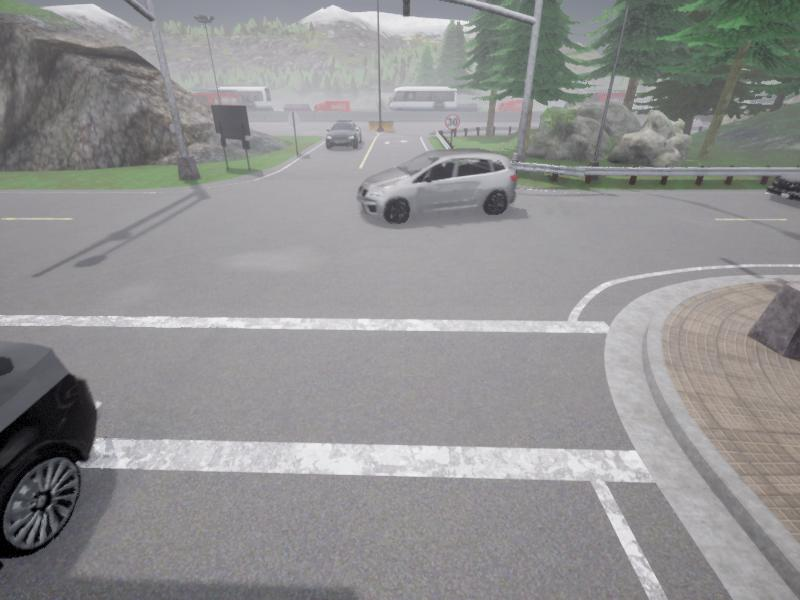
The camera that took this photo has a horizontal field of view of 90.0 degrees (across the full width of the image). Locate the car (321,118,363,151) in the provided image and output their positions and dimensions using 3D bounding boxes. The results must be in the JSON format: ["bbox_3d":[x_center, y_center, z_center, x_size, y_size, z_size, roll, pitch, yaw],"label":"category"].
[{"bbox_3d":[-3.620,-10.826,26.013,2.038,1.542,4.974,0,27,0],"label":"car"}]

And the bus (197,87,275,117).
[{"bbox_3d":[-25.855,-31.547,63.790,10.273,4.253,3.944,0,27,0],"label":"bus"}]

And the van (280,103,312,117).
[{"bbox_3d":[-16.671,-30.588,64.410,4.442,1.987,1.775,0,27,0],"label":"van"}]

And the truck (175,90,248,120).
[{"bbox_3d":[-26.987,-28.216,57.774,8.468,3.827,2.891,0,27,0],"label":"truck"}]

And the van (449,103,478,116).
[{"bbox_3d":[10.666,-32.178,67.506,4.442,1.987,1.775,0,27,0],"label":"van"}]

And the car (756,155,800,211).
[{"bbox_3d":[15.143,-3.733,12.775,5.357,1.411,2.033,0,27,0],"label":"car"}]

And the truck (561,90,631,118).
[{"bbox_3d":[29.638,-29.796,60.851,8.468,3.827,2.891,0,27,0],"label":"truck"}]

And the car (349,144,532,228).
[{"bbox_3d":[1.056,-3.435,11.622,4.611,1.667,2.242,-8,28,-15],"label":"car"}]

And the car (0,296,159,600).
[{"bbox_3d":[-3.529,1.759,1.535,2.128,1.511,4.902,0,27,1],"label":"car"}]

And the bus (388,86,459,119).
[{"bbox_3d":[3.426,-29.937,60.658,10.273,4.253,3.944,0,27,0],"label":"bus"}]

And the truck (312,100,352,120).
[{"bbox_3d":[-9.800,-27.602,58.070,5.204,2.467,2.627,0,27,0],"label":"truck"}]
